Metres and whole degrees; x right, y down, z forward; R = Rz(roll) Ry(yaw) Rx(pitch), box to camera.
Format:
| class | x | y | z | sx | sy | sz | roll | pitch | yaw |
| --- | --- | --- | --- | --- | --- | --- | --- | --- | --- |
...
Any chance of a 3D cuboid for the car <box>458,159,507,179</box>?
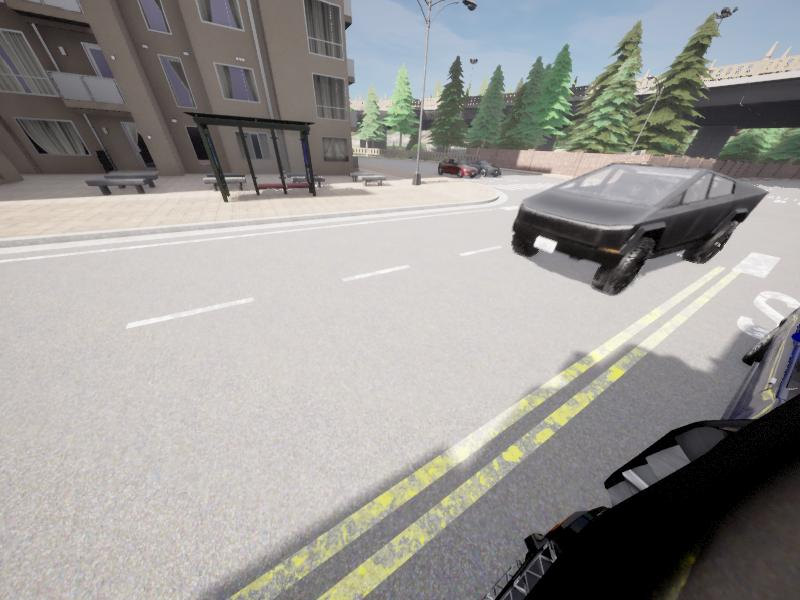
| class | x | y | z | sx | sy | sz | roll | pitch | yaw |
| --- | --- | --- | --- | --- | --- | --- | --- | --- | --- |
| car | 8.124 | -13.265 | 23.223 | 1.994 | 1.385 | 4.181 | -17 | 38 | -27 |

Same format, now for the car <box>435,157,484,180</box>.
| class | x | y | z | sx | sy | sz | roll | pitch | yaw |
| --- | --- | --- | --- | --- | --- | --- | --- | --- | --- |
| car | 5.322 | -12.247 | 21.375 | 1.816 | 1.474 | 4.193 | -16 | 38 | -26 |

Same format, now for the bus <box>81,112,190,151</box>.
| class | x | y | z | sx | sy | sz | roll | pitch | yaw |
| --- | --- | --- | --- | --- | --- | --- | --- | --- | --- |
| bus | -42.312 | -27.364 | 37.943 | 10.273 | 4.253 | 3.944 | -14 | 37 | -25 |

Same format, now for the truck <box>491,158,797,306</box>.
| class | x | y | z | sx | sy | sz | roll | pitch | yaw |
| --- | --- | --- | --- | --- | --- | --- | --- | --- | --- |
| truck | 5.669 | -2.015 | 5.536 | 6.274 | 2.098 | 2.390 | -13 | 36 | -22 |

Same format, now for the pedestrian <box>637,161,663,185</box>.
| class | x | y | z | sx | sy | sz | roll | pitch | yaw |
| --- | --- | --- | --- | --- | --- | --- | --- | --- | --- |
| pedestrian | 22.800 | -11.603 | 21.109 | 0.751 | 1.860 | 0.751 | 16 | 36 | 19 |

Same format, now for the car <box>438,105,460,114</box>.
| class | x | y | z | sx | sy | sz | roll | pitch | yaw |
| --- | --- | --- | --- | --- | --- | --- | --- | --- | --- |
| car | 12.043 | -46.876 | 56.857 | 4.514 | 1.525 | 2.007 | 20 | 37 | 24 |

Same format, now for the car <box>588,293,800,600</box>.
| class | x | y | z | sx | sy | sz | roll | pitch | yaw |
| --- | --- | --- | --- | --- | --- | --- | --- | --- | --- |
| car | 3.722 | 1.079 | 1.441 | 4.718 | 1.301 | 1.895 | -16 | 38 | -26 |
